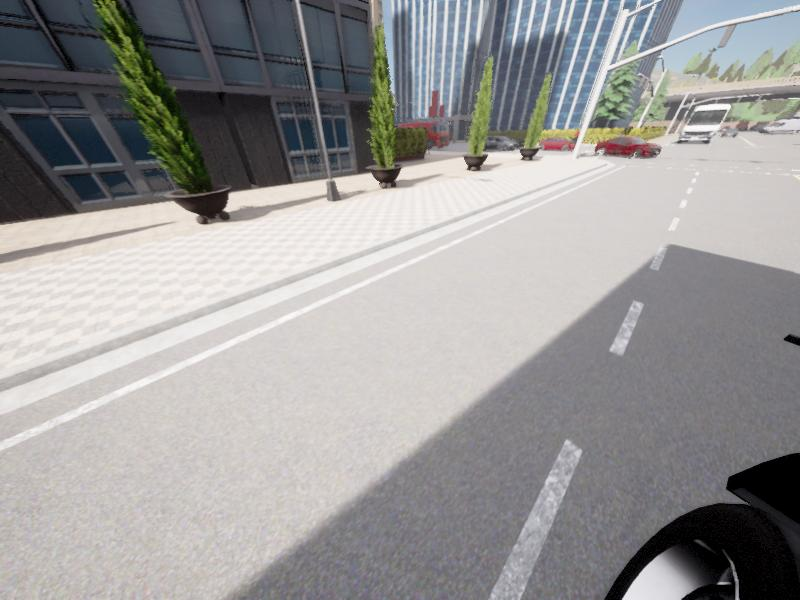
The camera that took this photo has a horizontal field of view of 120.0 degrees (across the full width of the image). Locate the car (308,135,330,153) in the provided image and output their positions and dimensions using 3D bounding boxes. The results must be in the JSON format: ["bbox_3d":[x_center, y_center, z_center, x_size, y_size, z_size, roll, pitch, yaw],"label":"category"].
[{"bbox_3d":[-12.178,-23.783,35.066,2.390,2.098,6.274,-8,36,-9],"label":"car"}]

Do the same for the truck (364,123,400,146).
[{"bbox_3d":[-4.052,-36.771,51.422,2.891,3.827,8.468,-29,44,-33],"label":"truck"}]

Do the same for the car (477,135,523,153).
[{"bbox_3d":[12.408,-19.653,29.002,2.242,1.667,4.611,-29,44,-33],"label":"car"}]

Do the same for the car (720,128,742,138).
[{"bbox_3d":[61.608,-31.134,43.081,4.674,1.442,1.812,-29,44,-32],"label":"car"}]

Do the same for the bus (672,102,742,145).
[{"bbox_3d":[43.362,-24.891,32.804,10.273,4.253,3.944,-29,44,-32],"label":"bus"}]

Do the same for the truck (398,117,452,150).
[{"bbox_3d":[3.639,-25.951,36.197,2.891,3.827,8.468,-29,44,-32],"label":"truck"}]

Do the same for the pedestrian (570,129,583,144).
[{"bbox_3d":[26.905,-24.917,35.226,0.751,1.860,0.751,-26,43,-30],"label":"pedestrian"}]

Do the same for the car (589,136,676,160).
[{"bbox_3d":[19.790,-13.318,20.088,1.882,1.535,5.008,-8,36,-10],"label":"car"}]

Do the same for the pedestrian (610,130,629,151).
[{"bbox_3d":[23.794,-17.298,25.102,0.751,1.860,0.751,17,40,24],"label":"pedestrian"}]

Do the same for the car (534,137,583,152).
[{"bbox_3d":[18.861,-18.655,27.628,1.994,1.385,4.181,-30,45,-34],"label":"car"}]

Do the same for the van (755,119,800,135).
[{"bbox_3d":[81.194,-36.672,48.958,5.915,2.561,1.988,10,38,16],"label":"van"}]

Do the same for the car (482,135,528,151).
[{"bbox_3d":[14.225,-21.552,31.574,1.930,1.638,5.238,-29,44,-33],"label":"car"}]
